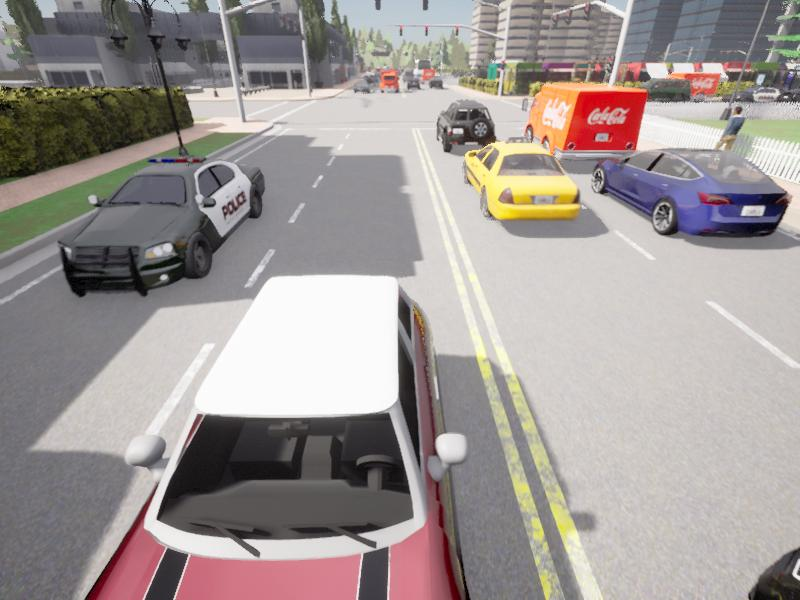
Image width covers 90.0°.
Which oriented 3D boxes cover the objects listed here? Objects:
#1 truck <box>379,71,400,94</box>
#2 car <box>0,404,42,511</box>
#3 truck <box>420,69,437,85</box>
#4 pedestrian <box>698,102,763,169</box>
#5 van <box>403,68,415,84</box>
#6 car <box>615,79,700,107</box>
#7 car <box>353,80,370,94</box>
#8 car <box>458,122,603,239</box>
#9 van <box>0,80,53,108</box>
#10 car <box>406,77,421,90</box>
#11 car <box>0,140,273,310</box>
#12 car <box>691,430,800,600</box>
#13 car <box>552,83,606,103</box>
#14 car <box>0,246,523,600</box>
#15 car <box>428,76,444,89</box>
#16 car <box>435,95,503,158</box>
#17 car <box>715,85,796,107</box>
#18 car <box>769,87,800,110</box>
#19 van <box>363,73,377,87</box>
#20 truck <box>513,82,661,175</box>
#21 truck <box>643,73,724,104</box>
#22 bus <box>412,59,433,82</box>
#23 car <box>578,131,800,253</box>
[{"bbox_3d":[-1.344,-28.382,52.030,2.627,2.467,5.204,0,30,-1],"label":"truck"},{"bbox_3d":[-4.085,2.067,0.836,1.930,1.638,5.238,0,30,-1],"label":"car"},{"bbox_3d":[5.312,-42.053,75.381,2.627,2.467,5.204,0,30,-1],"label":"truck"},{"bbox_3d":[10.407,-5.205,12.685,0.751,1.860,0.751,1,30,1],"label":"pedestrian"},{"bbox_3d":[1.750,-44.700,79.797,1.988,2.561,5.915,0,30,-1],"label":"van"},{"bbox_3d":[22.173,-17.980,34.668,5.566,2.045,2.150,-1,30,-2],"label":"car"},{"bbox_3d":[-4.824,-27.147,50.938,1.812,1.442,4.674,0,30,-1],"label":"car"},{"bbox_3d":[2.779,-3.280,10.027,1.801,1.575,5.366,0,30,-1],"label":"car"},{"bbox_3d":[-32.283,-17.265,33.537,4.442,1.987,1.775,3,30,5],"label":"van"},{"bbox_3d":[2.040,-32.526,60.115,2.007,1.525,4.514,0,30,-1],"label":"car"},{"bbox_3d":[-4.184,-1.788,7.532,2.038,1.542,4.974,0,30,-1],"label":"car"},{"bbox_3d":[2.919,2.327,0.553,1.816,1.474,4.193,0,30,-1],"label":"car"},{"bbox_3d":[16.819,-19.493,37.692,3.988,1.617,1.851,0,30,0],"label":"car"},{"bbox_3d":[-0.584,1.043,2.749,1.970,1.475,3.806,0,30,0],"label":"car"},{"bbox_3d":[5.515,-33.655,61.858,1.930,1.638,5.238,0,30,-1],"label":"car"},{"bbox_3d":[2.680,-7.389,16.753,1.932,1.855,4.605,0,30,-1],"label":"car"},{"bbox_3d":[31.076,-17.930,35.088,4.974,1.542,2.038,-1,30,-2],"label":"car"},{"bbox_3d":[33.024,-16.196,32.131,4.514,1.525,2.007,-1,30,-2],"label":"car"},{"bbox_3d":[-5.072,-37.253,67.620,2.069,2.038,4.480,0,30,-1],"label":"van"},{"bbox_3d":[6.211,-6.386,14.453,2.627,2.467,5.204,0,30,-1],"label":"truck"},{"bbox_3d":[26.555,-20.016,37.726,5.204,2.467,2.627,-1,30,-2],"label":"truck"},{"bbox_3d":[4.957,-51.810,90.277,3.944,4.253,10.273,-1,30,-1],"label":"bus"},{"bbox_3d":[6.292,-2.739,9.200,2.163,1.488,4.792,0,30,-1],"label":"car"}]
